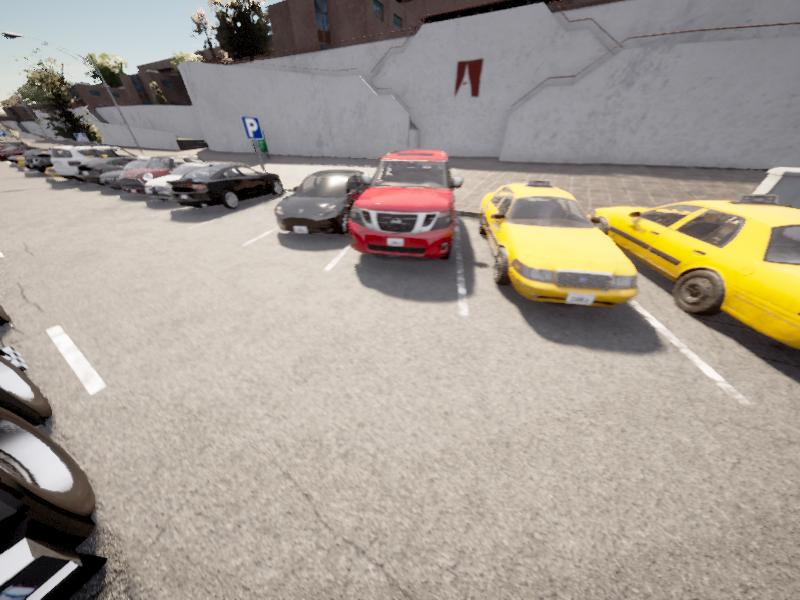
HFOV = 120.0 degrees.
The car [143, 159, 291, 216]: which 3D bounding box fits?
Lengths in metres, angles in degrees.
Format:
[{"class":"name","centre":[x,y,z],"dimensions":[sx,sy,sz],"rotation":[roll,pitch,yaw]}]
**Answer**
[{"class":"car","centre":[-7.414,-5.234,10.314],"dimensions":[2.097,1.535,5.008],"rotation":[5,34,8]}]

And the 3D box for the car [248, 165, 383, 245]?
[{"class":"car","centre":[-2.213,-3.518,7.822],"dimensions":[2.163,1.488,4.792],"rotation":[6,35,8]}]

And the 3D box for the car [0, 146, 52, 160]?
[{"class":"car","centre":[-51.619,-19.933,31.185],"dimensions":[2.002,1.452,4.674],"rotation":[6,35,8]}]

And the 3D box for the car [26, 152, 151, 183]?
[{"class":"car","centre":[-23.042,-10.238,17.594],"dimensions":[1.946,1.575,5.366],"rotation":[6,35,8]}]

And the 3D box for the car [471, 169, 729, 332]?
[{"class":"car","centre":[2.957,-1.774,5.190],"dimensions":[1.946,1.575,5.366],"rotation":[6,35,8]}]

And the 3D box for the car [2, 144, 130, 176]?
[{"class":"car","centre":[-28.210,-12.256,20.034],"dimensions":[2.435,2.045,5.566],"rotation":[6,35,8]}]

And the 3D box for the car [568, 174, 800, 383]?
[{"class":"car","centre":[5.612,-1.136,4.255],"dimensions":[1.946,1.575,5.366],"rotation":[6,34,8]}]

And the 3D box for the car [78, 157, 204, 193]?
[{"class":"car","centre":[-15.203,-7.735,14.067],"dimensions":[2.002,1.452,4.674],"rotation":[6,35,8]}]

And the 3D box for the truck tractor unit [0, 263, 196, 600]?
[{"class":"truck tractor unit","centre":[-5.114,-0.295,0.795],"dimensions":[6.516,4.208,3.053],"rotation":[18,39,24]}]

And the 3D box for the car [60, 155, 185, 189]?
[{"class":"car","centre":[-17.811,-8.615,15.321],"dimensions":[2.163,1.488,4.792],"rotation":[6,35,8]}]

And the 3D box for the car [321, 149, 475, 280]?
[{"class":"car","centre":[0.389,-2.909,6.422],"dimensions":[2.435,2.045,5.566],"rotation":[6,35,8]}]

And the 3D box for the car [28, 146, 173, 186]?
[{"class":"car","centre":[-20.407,-9.701,16.396],"dimensions":[2.435,2.045,5.566],"rotation":[6,35,8]}]

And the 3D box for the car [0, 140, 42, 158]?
[{"class":"car","centre":[-56.761,-21.966,33.550],"dimensions":[1.878,1.987,4.442],"rotation":[6,35,8]}]

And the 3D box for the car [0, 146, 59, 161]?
[{"class":"car","centre":[-49.015,-19.047,29.940],"dimensions":[2.163,1.488,4.792],"rotation":[7,35,8]}]

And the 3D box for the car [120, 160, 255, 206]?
[{"class":"car","centre":[-10.007,-6.047,11.586],"dimensions":[2.002,1.452,4.674],"rotation":[6,35,8]}]

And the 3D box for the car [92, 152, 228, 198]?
[{"class":"car","centre":[-12.600,-7.044,12.757],"dimensions":[2.185,1.767,4.553],"rotation":[6,35,8]}]
